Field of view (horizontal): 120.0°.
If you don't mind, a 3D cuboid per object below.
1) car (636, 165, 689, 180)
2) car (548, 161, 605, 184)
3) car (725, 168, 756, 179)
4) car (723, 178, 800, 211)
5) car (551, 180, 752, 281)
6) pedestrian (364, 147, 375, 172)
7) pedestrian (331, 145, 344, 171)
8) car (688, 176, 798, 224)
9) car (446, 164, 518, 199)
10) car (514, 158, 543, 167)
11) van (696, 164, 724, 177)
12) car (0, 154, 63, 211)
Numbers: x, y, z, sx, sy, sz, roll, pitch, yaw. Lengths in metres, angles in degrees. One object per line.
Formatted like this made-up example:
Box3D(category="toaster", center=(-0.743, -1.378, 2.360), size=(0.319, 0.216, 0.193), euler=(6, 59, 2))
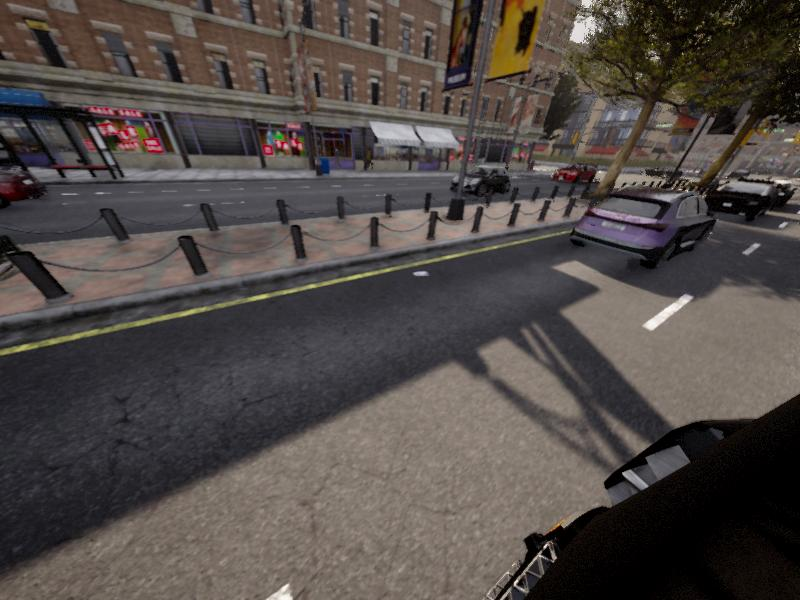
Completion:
Box3D(category="car", center=(38.180, -18.741, 33.827), size=(1.837, 1.490, 4.892), euler=(-2, 34, -8))
Box3D(category="car", center=(17.321, -12.557, 22.712), size=(4.611, 1.667, 2.242), euler=(-16, 38, -26))
Box3D(category="car", center=(61.862, -22.978, 41.950), size=(5.238, 1.638, 1.930), euler=(-16, 38, -26))
Box3D(category="car", center=(23.161, -6.777, 14.654), size=(3.806, 1.475, 1.970), euler=(-14, 37, -24))
Box3D(category="car", center=(6.846, -2.200, 6.335), size=(4.856, 1.649, 2.033), euler=(-16, 38, -26))
Box3D(category="pedestrian", center=(-2.702, -12.441, 20.459), size=(0.751, 1.860, 0.751), euler=(-11, 36, -20))
Box3D(category="pedestrian", center=(-5.398, -12.282, 20.006), size=(0.751, 1.860, 0.751), euler=(-11, 36, -20))
Box3D(category="car", center=(17.266, -5.171, 11.620), size=(5.238, 1.638, 1.930), euler=(-16, 38, -26))
Box3D(category="car", center=(4.878, -7.122, 13.722), size=(3.806, 1.475, 1.970), euler=(-22, 41, -33))
Box3D(category="car", center=(26.220, -28.162, 47.235), size=(1.895, 1.301, 4.718), euler=(-16, 38, -26))
Box3D(category="van", center=(58.060, -24.278, 43.291), size=(4.442, 1.987, 1.775), euler=(-16, 38, -26))
Box3D(category="car", center=(-14.151, -3.477, 6.826), size=(4.181, 1.385, 1.994), euler=(-16, 38, -26))
